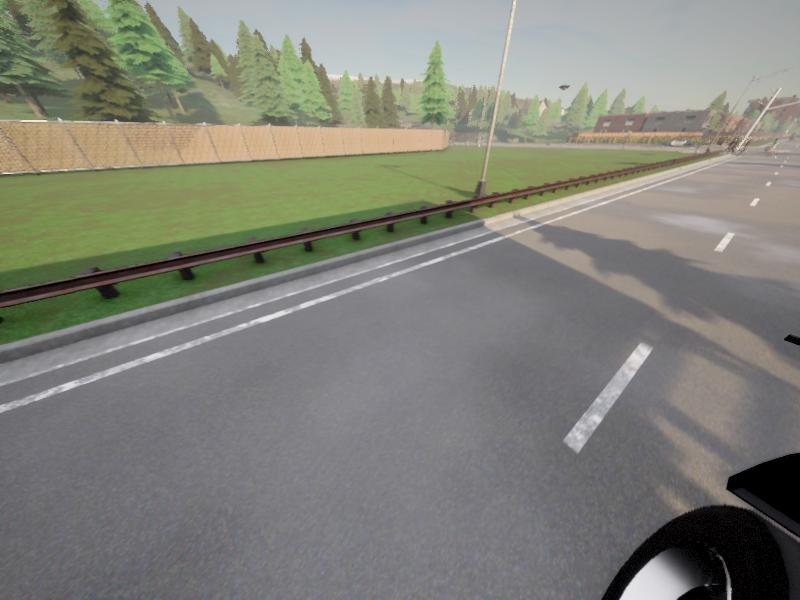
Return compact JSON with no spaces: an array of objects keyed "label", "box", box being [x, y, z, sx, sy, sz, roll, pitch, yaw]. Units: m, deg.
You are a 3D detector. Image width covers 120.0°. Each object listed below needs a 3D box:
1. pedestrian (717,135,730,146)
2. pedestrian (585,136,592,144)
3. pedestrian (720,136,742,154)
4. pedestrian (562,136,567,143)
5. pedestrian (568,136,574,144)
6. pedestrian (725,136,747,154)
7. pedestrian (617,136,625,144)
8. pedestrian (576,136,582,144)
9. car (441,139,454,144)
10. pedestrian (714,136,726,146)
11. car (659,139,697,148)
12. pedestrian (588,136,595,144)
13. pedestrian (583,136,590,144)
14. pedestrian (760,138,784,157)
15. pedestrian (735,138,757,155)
[{"label":"pedestrian","box":[68.297,-33.591,48.766,0.751,1.860,0.751,-22,41,-28]},{"label":"pedestrian","box":[56.277,-47.716,68.928,0.751,1.860,0.751,-15,38,-20]},{"label":"pedestrian","box":[43.074,-20.163,30.074,0.751,1.860,0.751,-15,38,-19]},{"label":"pedestrian","box":[55.451,-54.069,77.926,0.751,1.860,0.751,8,36,11]},{"label":"pedestrian","box":[53.851,-50.411,72.767,0.751,1.860,0.751,6,36,9]},{"label":"pedestrian","box":[43.765,-20.171,30.078,0.751,1.860,0.751,-23,41,-29]},{"label":"pedestrian","box":[60.843,-44.013,63.642,0.751,1.860,0.751,-23,41,-28]},{"label":"pedestrian","box":[54.696,-48.887,70.602,0.751,1.860,0.751,-21,40,-26]},{"label":"car","box":[16.881,-56.071,81.793,1.816,1.474,4.193,-22,41,-28]},{"label":"pedestrian","box":[73.017,-36.350,52.674,0.751,1.860,0.751,-26,42,-31]},{"label":"car","box":[60.948,-34.539,50.774,2.038,1.542,4.974,-22,40,-27]},{"label":"pedestrian","box":[56.747,-47.391,68.463,0.751,1.860,0.751,-21,40,-27]},{"label":"pedestrian","box":[55.885,-48.006,69.342,0.751,1.860,0.751,-22,40,-27]},{"label":"pedestrian","box":[45.074,-18.534,28.012,0.751,1.860,0.751,-23,41,-28]},{"label":"pedestrian","box":[44.786,-19.861,29.893,0.751,1.860,0.751,-26,42,-31]}]
